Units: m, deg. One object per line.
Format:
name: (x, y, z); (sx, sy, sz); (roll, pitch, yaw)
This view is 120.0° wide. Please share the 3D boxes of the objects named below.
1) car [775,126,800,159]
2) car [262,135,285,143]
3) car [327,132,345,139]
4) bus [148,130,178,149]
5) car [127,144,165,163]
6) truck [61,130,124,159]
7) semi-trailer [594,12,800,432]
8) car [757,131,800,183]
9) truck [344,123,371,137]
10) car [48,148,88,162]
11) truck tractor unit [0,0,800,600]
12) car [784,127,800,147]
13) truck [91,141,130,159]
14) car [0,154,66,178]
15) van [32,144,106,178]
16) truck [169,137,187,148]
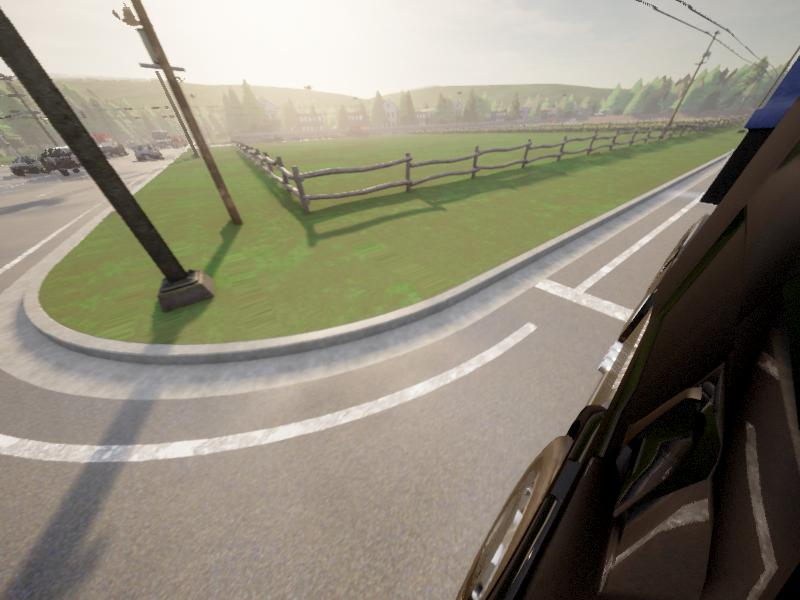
car: (23.653, -9.076, 12.871); (5.027, 1.651, 2.152); (-25, 42, -26)
car: (-37.175, -47.296, 67.913); (5.238, 1.638, 1.930); (-24, 42, -26)
car: (-21.179, -54.532, 76.605); (5.366, 1.575, 1.801); (-24, 42, -26)
bus: (-70.939, -48.411, 69.439); (3.944, 4.253, 10.273); (-24, 42, -26)
car: (-32.262, -18.837, 29.550); (2.242, 1.667, 4.611); (-24, 42, -26)
truck: (-55.515, -28.458, 42.129); (2.891, 3.827, 8.468); (-18, 39, -20)
semi-trailer: (8.935, -3.437, 3.972); (14.254, 4.402, 2.717); (-25, 42, -27)
car: (16.310, -5.603, 8.963); (4.181, 1.385, 1.994); (-25, 42, -27)
truck: (-15.023, -60.839, 82.712); (8.468, 3.827, 2.891); (-24, 42, -26)
car: (-57.706, -25.425, 40.305); (2.152, 1.651, 5.027); (-21, 40, -23)
truck tractor unit: (2.645, -0.295, 0.352); (6.516, 4.208, 3.053); (-28, 44, -30)
car: (29.694, -11.792, 16.217); (4.792, 1.488, 2.163); (-25, 42, -26)
truck: (-48.848, -25.478, 39.151); (2.390, 2.098, 6.274); (-24, 42, -26)
car: (-33.349, -12.316, 21.077); (1.816, 1.474, 4.193); (-24, 42, -26)
van: (-28.673, -12.321, 20.299); (2.069, 2.038, 4.480); (-24, 42, -26)
truck: (-65.267, -46.561, 68.086); (2.627, 2.467, 5.204); (-24, 42, -26)
